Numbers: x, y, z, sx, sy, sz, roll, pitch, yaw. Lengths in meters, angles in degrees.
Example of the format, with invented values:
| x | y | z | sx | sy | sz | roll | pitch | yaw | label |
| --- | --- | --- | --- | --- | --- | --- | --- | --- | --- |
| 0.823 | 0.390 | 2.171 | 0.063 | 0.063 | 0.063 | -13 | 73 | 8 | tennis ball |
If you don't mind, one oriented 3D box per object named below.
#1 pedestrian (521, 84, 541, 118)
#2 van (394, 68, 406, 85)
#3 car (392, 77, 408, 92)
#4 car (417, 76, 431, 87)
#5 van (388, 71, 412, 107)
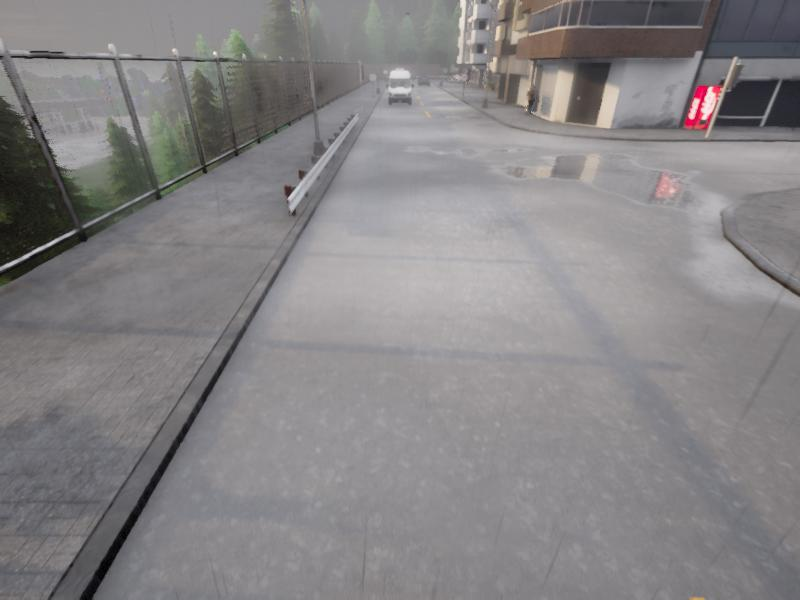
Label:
| x | y | z | sx | sy | sz | roll | pitch | yaw | label |
| --- | --- | --- | --- | --- | --- | --- | --- | --- | --- |
| 8.277 | -12.619 | 25.337 | 0.751 | 1.860 | 0.751 | 0 | 30 | 0 | pedestrian |
| -0.026 | -40.866 | 73.020 | 1.988 | 2.561 | 5.915 | 0 | 30 | 0 | van |
| 0.007 | -29.102 | 53.899 | 2.152 | 1.651 | 5.027 | 0 | 30 | 0 | car |
| 4.009 | -36.849 | 67.312 | 2.033 | 1.411 | 5.357 | 0 | 30 | 0 | car |
| 0.000 | -18.975 | 35.757 | 1.988 | 2.561 | 5.915 | 0 | 30 | 0 | van |
